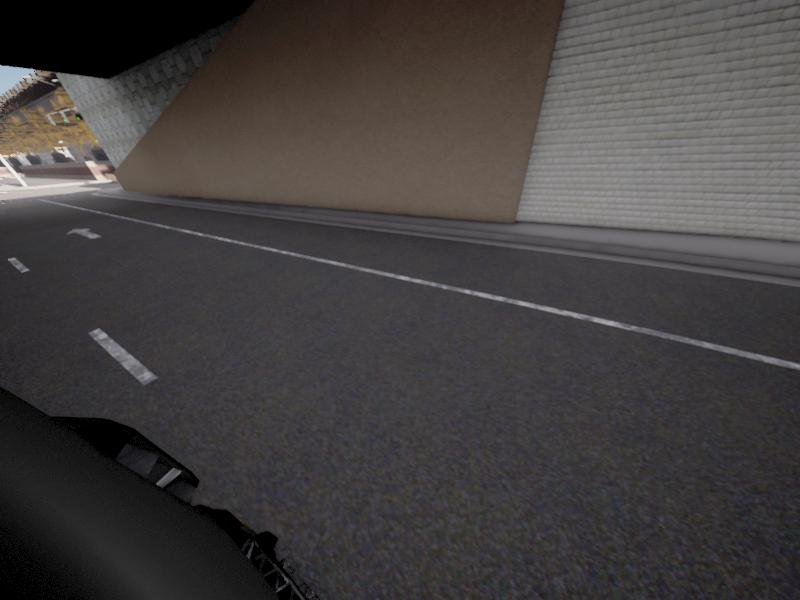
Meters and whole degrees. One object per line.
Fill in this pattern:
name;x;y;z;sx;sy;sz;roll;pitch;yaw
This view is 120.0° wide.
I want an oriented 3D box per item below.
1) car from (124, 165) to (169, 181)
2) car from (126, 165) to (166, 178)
car;-36.034;-18.253;33.006;2.038;1.542;4.974;-11;34;-12
car;-36.056;-18.411;32.961;1.853;1.218;4.536;-11;34;-12
